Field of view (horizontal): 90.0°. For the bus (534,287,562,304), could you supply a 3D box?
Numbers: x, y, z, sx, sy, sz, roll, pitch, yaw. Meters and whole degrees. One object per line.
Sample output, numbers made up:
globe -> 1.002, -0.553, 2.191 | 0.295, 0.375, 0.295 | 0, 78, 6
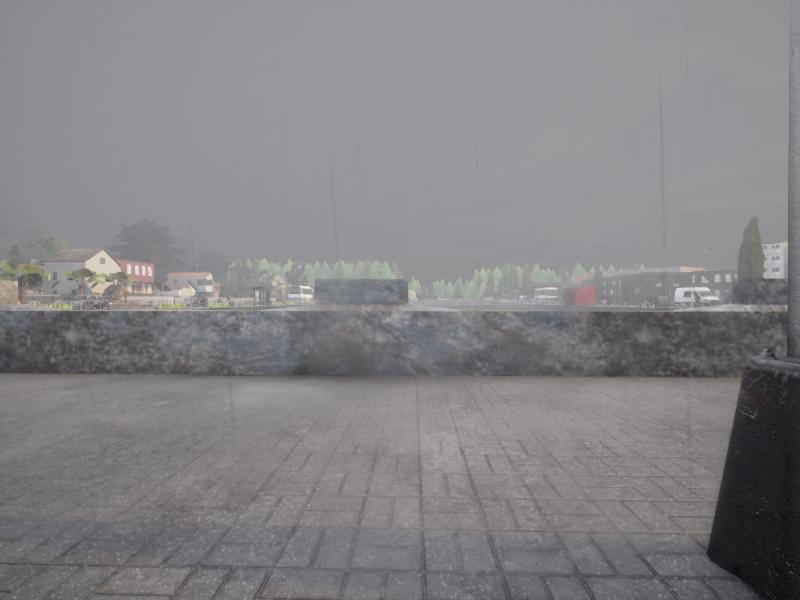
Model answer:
bus -> 38.839, -1.139, 105.371 | 3.944, 4.253, 10.273 | 0, 0, 2

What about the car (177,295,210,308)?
car -> -28.686, 0.177, 55.788 | 2.033, 1.649, 4.856 | 0, 0, 2

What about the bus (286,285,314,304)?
bus -> -23.488, -1.139, 94.708 | 3.944, 4.253, 10.273 | 0, 0, 2

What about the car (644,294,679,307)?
car -> 37.100, 0.096, 56.980 | 2.097, 1.767, 4.553 | 0, 0, 2

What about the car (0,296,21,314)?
car -> -29.630, 0.344, 27.856 | 1.895, 1.301, 4.718 | 0, 0, 2

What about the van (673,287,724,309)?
van -> 36.850, -0.278, 49.652 | 1.988, 2.561, 5.915 | 0, 0, 2

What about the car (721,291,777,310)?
car -> 36.603, 0.052, 42.120 | 1.932, 1.855, 4.605 | 0, 0, 2

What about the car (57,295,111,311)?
car -> -29.307, 0.253, 37.232 | 1.970, 1.475, 3.806 | 0, 0, 2

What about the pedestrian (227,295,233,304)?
pedestrian -> -33.065, -0.067, 77.742 | 0.751, 1.860, 0.751 | 0, 0, 1

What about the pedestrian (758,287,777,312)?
pedestrian -> 28.090, -0.053, 30.586 | 0.751, 1.860, 0.751 | 0, 0, 2

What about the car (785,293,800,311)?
car -> 36.340, 0.201, 34.239 | 1.801, 1.575, 5.366 | 0, 0, 2
